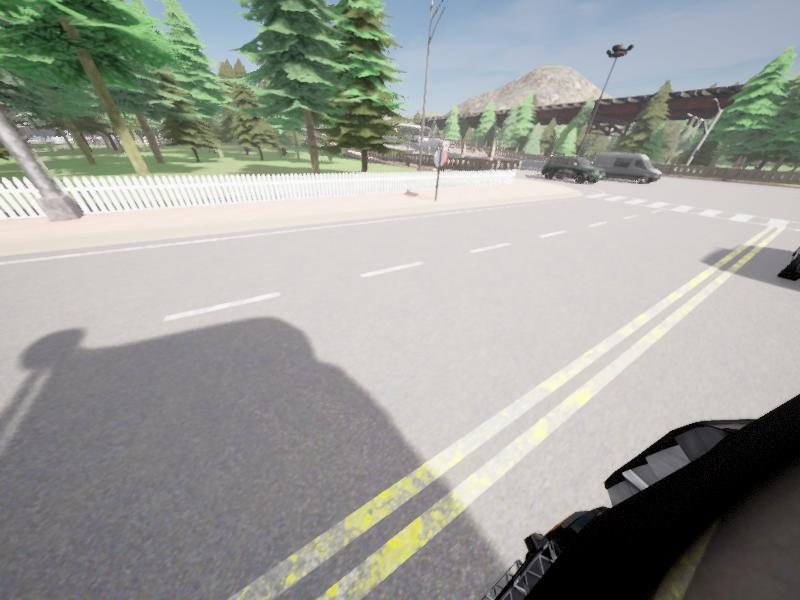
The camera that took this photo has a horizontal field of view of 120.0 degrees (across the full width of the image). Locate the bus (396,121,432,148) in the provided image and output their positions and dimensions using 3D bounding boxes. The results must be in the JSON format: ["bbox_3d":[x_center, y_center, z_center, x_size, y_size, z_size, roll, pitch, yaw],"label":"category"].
[{"bbox_3d":[3.321,-43.041,60.059,3.944,4.253,10.273,-17,46,-27],"label":"bus"}]

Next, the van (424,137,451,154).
[{"bbox_3d":[8.714,-36.263,54.199,2.351,2.431,6.366,-17,45,-27],"label":"van"}]

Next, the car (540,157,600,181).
[{"bbox_3d":[18.603,-14.572,25.533,1.932,1.855,4.605,-17,39,-27],"label":"car"}]

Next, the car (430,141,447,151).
[{"bbox_3d":[9.659,-39.057,58.486,1.816,1.474,4.193,-17,46,-27],"label":"car"}]

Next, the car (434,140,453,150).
[{"bbox_3d":[11.576,-41.178,61.365,2.163,1.488,4.792,-17,46,-27],"label":"car"}]

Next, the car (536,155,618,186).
[{"bbox_3d":[16.413,-12.396,21.950,2.150,2.045,5.566,-10,35,-19],"label":"car"}]

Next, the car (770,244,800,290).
[{"bbox_3d":[10.695,-1.187,4.864,4.553,1.767,2.097,-16,38,-26],"label":"car"}]

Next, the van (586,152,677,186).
[{"bbox_3d":[23.721,-13.809,24.152,1.988,2.561,5.915,-17,38,-27],"label":"van"}]

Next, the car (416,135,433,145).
[{"bbox_3d":[7.062,-46.341,66.790,1.801,1.575,5.366,-17,46,-27],"label":"car"}]
